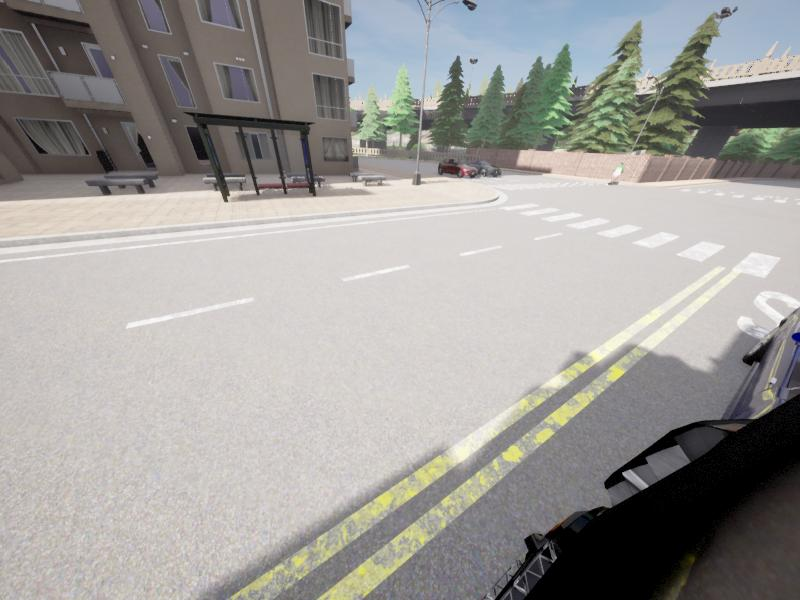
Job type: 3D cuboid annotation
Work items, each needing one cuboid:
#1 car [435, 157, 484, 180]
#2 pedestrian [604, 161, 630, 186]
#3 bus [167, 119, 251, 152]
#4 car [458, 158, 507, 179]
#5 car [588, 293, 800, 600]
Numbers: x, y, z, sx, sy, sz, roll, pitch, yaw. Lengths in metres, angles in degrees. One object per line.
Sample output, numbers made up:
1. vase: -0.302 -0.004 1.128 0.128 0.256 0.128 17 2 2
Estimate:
1. car: 5.322 -12.248 21.373 1.816 1.474 4.193 -16 38 -26
2. pedestrian: 19.197 -11.194 20.466 0.751 1.860 0.751 -15 37 -25
3. bus: -33.677 -29.382 41.651 10.273 4.253 3.944 -8 34 -16
4. car: 8.124 -13.267 23.221 1.994 1.385 4.181 -17 38 -27
5. car: 3.723 1.078 1.440 4.718 1.301 1.895 -16 38 -26
